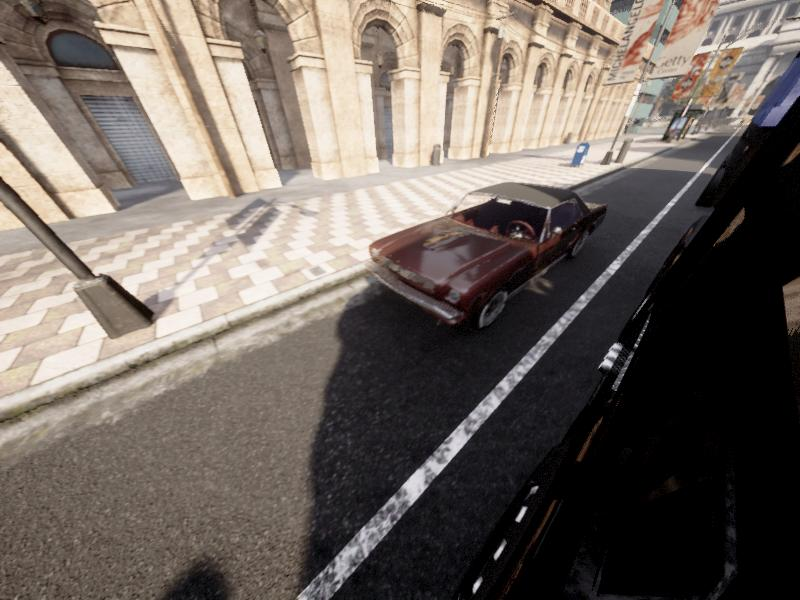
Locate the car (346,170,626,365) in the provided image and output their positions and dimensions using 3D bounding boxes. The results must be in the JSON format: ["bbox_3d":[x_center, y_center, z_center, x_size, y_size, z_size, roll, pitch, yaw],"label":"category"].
[{"bbox_3d":[1.729,-1.152,3.995,4.718,1.301,1.895,-28,43,-30],"label":"car"}]

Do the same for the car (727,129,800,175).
[{"bbox_3d":[18.603,-7.558,11.628,4.892,1.490,1.837,-28,44,-30],"label":"car"}]

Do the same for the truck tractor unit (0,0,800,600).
[{"bbox_3d":[2.645,-0.295,0.351,6.516,4.208,3.053,-28,44,-30],"label":"truck tractor unit"}]

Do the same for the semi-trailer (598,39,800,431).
[{"bbox_3d":[8.699,-3.571,4.274,14.254,4.402,2.717,-28,43,-30],"label":"semi-trailer"}]
